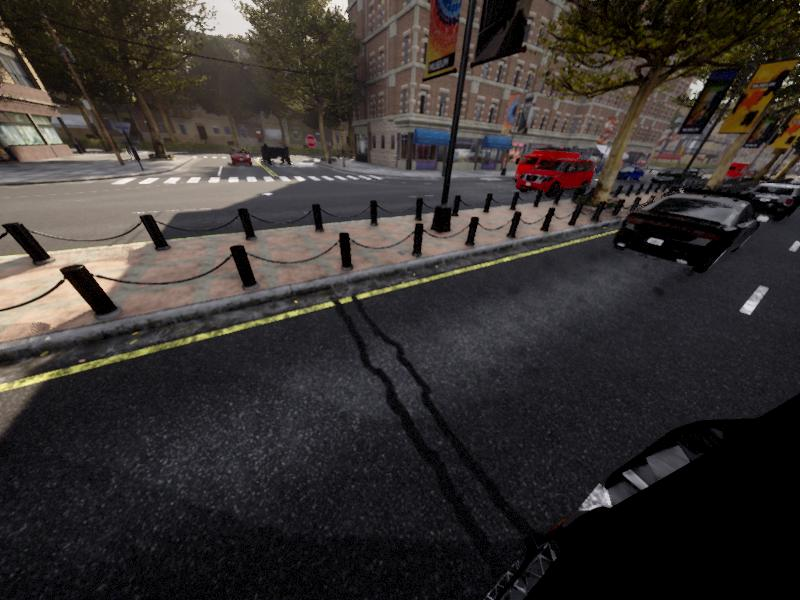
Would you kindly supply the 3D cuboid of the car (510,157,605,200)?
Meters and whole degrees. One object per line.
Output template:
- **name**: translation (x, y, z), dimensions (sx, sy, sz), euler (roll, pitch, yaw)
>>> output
- **car**: translation (10.153, -7.946, 14.942), dimensions (5.566, 2.045, 2.150), euler (-16, 38, -26)

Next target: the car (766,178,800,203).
- **car**: translation (31.779, -8.789, 18.443), dimensions (4.892, 1.490, 1.837), euler (-16, 38, -26)

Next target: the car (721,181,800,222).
- **car**: translation (19.459, -5.283, 12.178), dimensions (3.806, 1.475, 1.970), euler (-16, 38, -26)

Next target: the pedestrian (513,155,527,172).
- **pedestrian**: translation (15.600, -17.754, 30.057), dimensions (0.751, 1.860, 0.751), euler (-15, 37, -25)

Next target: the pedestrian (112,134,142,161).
- **pedestrian**: translation (-23.296, -12.993, 19.758), dimensions (0.751, 1.860, 0.751), euler (-10, 36, -19)

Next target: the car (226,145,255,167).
- **car**: translation (-15.962, -14.415, 23.042), dimensions (1.851, 1.617, 3.988), euler (-17, 38, -27)

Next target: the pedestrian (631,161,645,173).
- **pedestrian**: translation (44.266, -24.782, 42.967), dimensions (0.751, 1.860, 0.751), euler (-5, 34, -12)

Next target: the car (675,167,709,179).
- **car**: translation (47.500, -20.625, 37.563), dimensions (4.974, 1.542, 2.038), euler (-16, 38, -26)

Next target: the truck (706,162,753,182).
- **truck**: translation (50.561, -19.644, 35.481), dimensions (5.204, 2.467, 2.627), euler (-15, 38, -26)

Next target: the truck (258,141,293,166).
- **truck**: translation (-14.270, -16.760, 26.277), dimensions (2.390, 2.098, 6.274), euler (-17, 38, -27)

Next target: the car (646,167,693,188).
- **car**: translation (28.458, -12.986, 24.424), dimensions (3.988, 1.617, 1.851), euler (-16, 38, -26)

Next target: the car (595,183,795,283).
- **car**: translation (8.198, -2.158, 6.407), dimensions (5.238, 1.638, 1.930), euler (-16, 38, -26)

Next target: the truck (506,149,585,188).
- **truck**: translation (12.000, -10.860, 19.129), dimensions (5.204, 2.467, 2.627), euler (-15, 37, -26)

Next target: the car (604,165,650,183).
- **car**: translation (26.295, -14.583, 26.727), dimensions (5.008, 1.535, 1.882), euler (-16, 38, -26)
